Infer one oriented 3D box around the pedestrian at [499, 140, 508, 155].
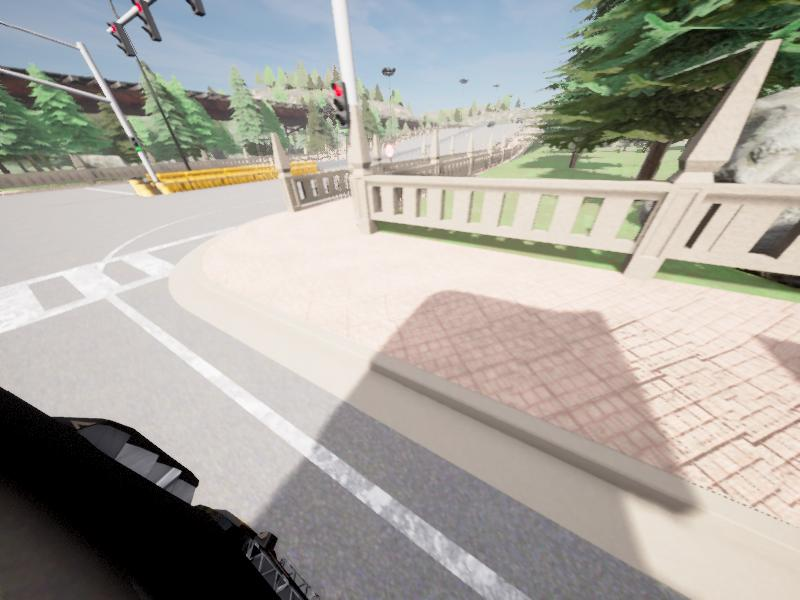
[{"bbox_3d":[15.168,-22.285,33.777,0.751,1.860,0.751,16,38,26],"label":"pedestrian"}]
